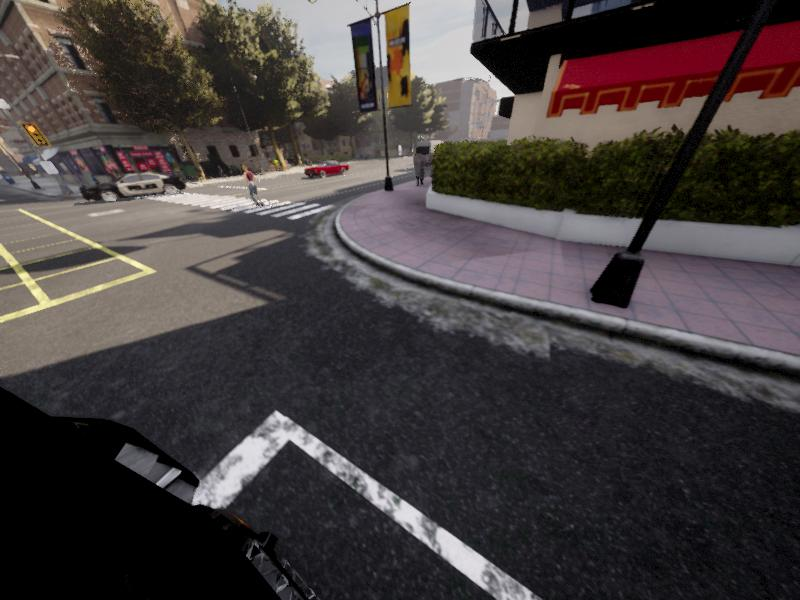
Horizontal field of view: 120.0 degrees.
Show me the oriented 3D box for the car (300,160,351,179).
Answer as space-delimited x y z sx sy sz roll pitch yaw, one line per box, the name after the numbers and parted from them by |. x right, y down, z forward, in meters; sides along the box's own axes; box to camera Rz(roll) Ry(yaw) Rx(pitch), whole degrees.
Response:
-7.297 -13.104 23.084 1.895 1.301 4.718 16 38 26 | car

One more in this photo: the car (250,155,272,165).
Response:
-34.040 -34.270 56.544 4.605 1.855 1.932 16 38 26 | car

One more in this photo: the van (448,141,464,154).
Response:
14.661 -39.825 60.375 1.988 2.561 5.915 16 38 26 | van

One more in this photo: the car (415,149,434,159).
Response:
4.997 -29.527 46.632 1.837 1.490 4.892 16 38 26 | car

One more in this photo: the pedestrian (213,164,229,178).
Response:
-19.898 -14.399 25.715 0.751 1.300 0.751 14 37 24 | pedestrian

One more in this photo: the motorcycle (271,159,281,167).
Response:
-22.316 -24.737 41.632 0.803 1.145 2.033 6 33 -4 | motorcycle

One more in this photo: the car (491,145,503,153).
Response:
23.294 -36.287 55.403 1.970 1.475 3.806 16 38 26 | car

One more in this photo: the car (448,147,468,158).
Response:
11.005 -27.816 43.546 2.038 1.542 4.974 16 38 26 | car

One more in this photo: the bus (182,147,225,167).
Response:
-52.635 -38.311 61.961 10.273 4.253 3.944 16 38 26 | bus

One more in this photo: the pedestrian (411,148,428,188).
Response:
1.115 -7.459 13.088 0.751 1.860 0.751 12 36 21 | pedestrian

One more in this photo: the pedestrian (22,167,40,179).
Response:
-67.807 -23.324 42.461 0.751 1.860 0.751 -25 39 -29 | pedestrian

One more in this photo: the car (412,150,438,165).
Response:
3.609 -20.310 32.875 1.837 1.490 4.892 16 38 26 | car

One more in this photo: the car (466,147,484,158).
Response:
13.363 -26.260 41.068 1.816 1.474 4.193 16 38 26 | car

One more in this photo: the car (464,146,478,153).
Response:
18.827 -39.617 60.759 2.128 1.511 4.902 16 38 26 | car

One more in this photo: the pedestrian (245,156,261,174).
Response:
-18.160 -16.693 28.521 0.751 1.860 0.751 12 36 21 | pedestrian

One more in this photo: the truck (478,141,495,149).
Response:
32.632 -58.707 87.451 5.204 2.467 2.627 16 38 26 | truck

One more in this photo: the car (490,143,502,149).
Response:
36.981 -59.266 88.923 3.806 1.475 1.970 16 38 26 | car

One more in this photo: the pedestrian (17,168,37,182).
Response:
-57.213 -19.215 35.433 0.751 1.860 0.751 15 38 26 | pedestrian

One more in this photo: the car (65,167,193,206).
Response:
-17.907 -7.859 15.725 5.238 1.638 1.930 -30 42 -34 | car

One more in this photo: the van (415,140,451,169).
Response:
3.958 -17.194 27.215 1.988 2.561 5.915 16 38 26 | van

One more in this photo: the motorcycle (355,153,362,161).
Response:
-8.943 -31.089 50.053 0.764 1.277 2.356 -11 33 7 | motorcycle

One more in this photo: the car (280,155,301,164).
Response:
-24.614 -31.517 51.889 3.988 1.617 1.851 16 38 26 | car

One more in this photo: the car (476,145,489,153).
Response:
20.318 -37.250 56.976 1.851 1.617 3.988 16 38 26 | car

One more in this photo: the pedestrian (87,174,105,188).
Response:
-28.334 -11.062 21.547 0.500 1.100 0.500 15 38 26 | pedestrian

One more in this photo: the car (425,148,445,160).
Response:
6.585 -27.274 43.037 1.801 1.575 5.366 16 38 26 | car

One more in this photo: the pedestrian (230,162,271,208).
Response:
-7.053 -5.440 10.978 0.751 1.860 0.751 13 37 23 | pedestrian
